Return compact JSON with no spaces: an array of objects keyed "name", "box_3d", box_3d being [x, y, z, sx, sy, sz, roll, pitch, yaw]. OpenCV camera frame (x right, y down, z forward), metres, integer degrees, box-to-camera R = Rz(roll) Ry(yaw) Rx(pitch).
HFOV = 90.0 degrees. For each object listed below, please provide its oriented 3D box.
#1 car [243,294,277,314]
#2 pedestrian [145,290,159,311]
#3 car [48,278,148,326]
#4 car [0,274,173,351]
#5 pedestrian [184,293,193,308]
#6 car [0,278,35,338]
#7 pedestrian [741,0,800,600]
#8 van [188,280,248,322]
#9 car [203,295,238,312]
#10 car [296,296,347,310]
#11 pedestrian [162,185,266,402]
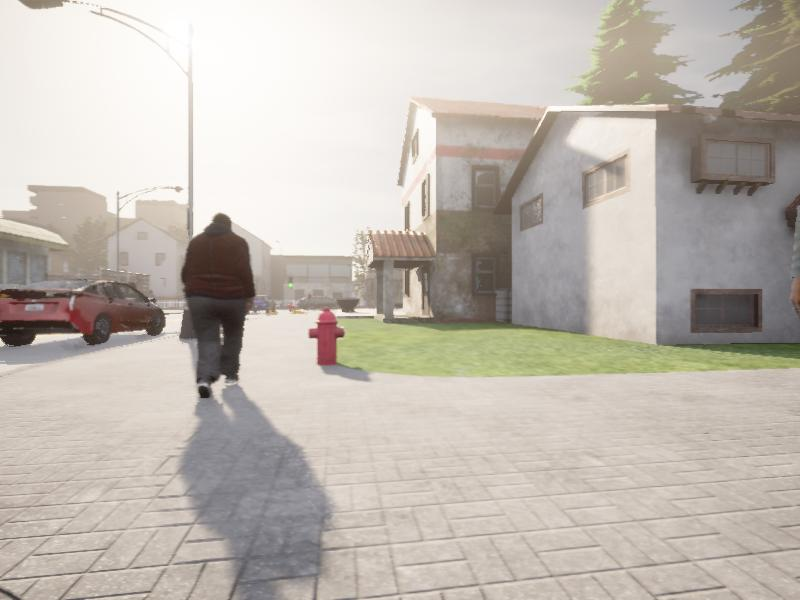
[{"name":"car","box_3d":[-11.165,0.311,32.183,1.816,1.474,4.193,0,0,-9]},{"name":"pedestrian","box_3d":[-21.993,0.012,35.476,0.751,1.860,0.751,0,0,-4]},{"name":"car","box_3d":[-13.025,0.090,17.600,1.905,1.878,3.866,0,0,-9]},{"name":"car","box_3d":[-7.795,0.254,10.252,2.007,1.525,4.514,0,0,-10]},{"name":"pedestrian","box_3d":[-26.398,0.034,49.956,0.751,1.860,0.751,0,0,-7]},{"name":"car","box_3d":[-11.794,0.211,9.671,2.033,1.649,4.856,0,0,-9]},{"name":"pedestrian","box_3d":[1.591,-0.065,1.180,0.751,1.860,0.751,0,0,-38]},{"name":"van","box_3d":[-9.513,0.039,21.336,1.775,1.987,4.442,0,0,-9]},{"name":"car","box_3d":[-16.798,0.309,37.282,2.128,1.511,4.902,0,0,-35]},{"name":"car","box_3d":[-8.313,0.315,42.522,4.792,1.488,2.163,0,0,-31]},{"name":"pedestrian","box_3d":[-1.742,-0.057,3.870,0.751,1.860,0.751,0,0,-11]}]
